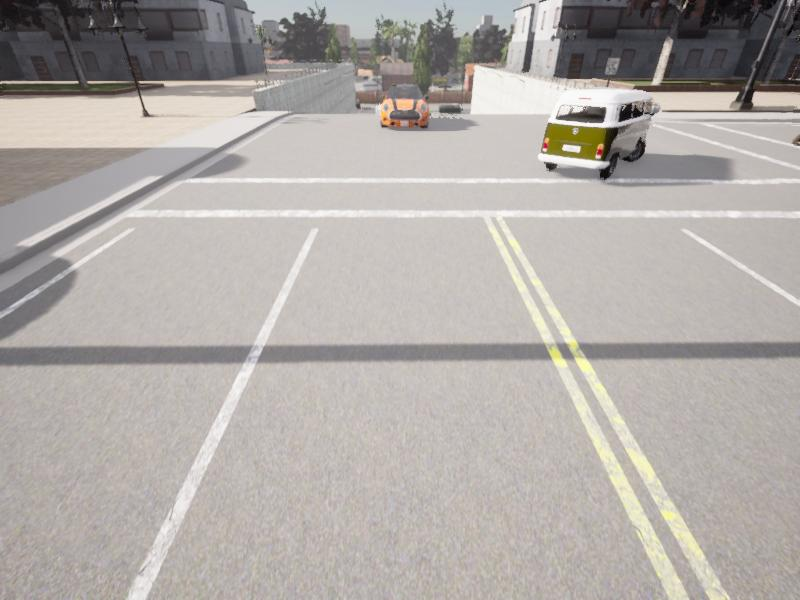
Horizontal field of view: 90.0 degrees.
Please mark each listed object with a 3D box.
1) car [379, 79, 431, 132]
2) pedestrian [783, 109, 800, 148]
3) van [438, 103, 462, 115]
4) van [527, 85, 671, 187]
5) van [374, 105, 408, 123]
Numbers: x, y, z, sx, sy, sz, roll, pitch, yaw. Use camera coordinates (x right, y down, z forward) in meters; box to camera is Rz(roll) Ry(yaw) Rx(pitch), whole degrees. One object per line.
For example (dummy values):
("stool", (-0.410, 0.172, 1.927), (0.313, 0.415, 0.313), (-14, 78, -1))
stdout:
("car", (0.212, -9.089, 18.495), (2.097, 1.767, 4.553), (1, 31, 0))
("pedestrian", (14.101, -6.169, 13.546), (0.751, 1.860, 0.751), (-8, 33, -12))
("van", (9.939, -37.783, 79.194), (4.442, 1.987, 1.775), (0, 32, 0))
("van", (5.726, -4.868, 11.380), (2.069, 2.038, 4.480), (23, 37, 34))
("van", (-1.629, -34.224, 73.407), (6.366, 2.431, 2.351), (27, 41, 37))
